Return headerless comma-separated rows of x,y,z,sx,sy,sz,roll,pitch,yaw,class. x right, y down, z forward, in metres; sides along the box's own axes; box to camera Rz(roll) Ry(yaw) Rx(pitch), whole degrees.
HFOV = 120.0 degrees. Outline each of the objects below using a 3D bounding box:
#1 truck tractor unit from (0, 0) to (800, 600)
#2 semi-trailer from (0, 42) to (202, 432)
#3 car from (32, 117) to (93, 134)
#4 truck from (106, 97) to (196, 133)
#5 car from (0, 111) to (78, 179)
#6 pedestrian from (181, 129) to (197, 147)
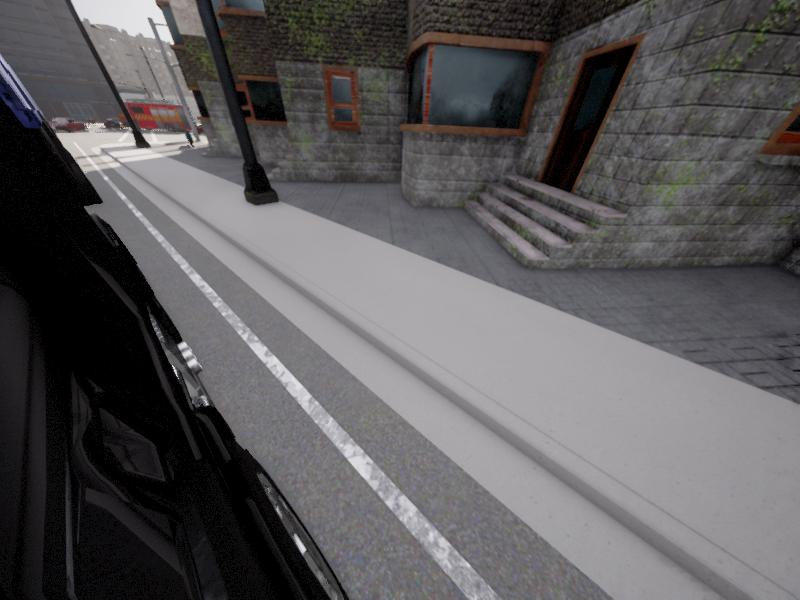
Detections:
-2.645,-0.295,0.352,6.516,4.208,3.053,28,44,30,truck tractor unit
-8.695,-3.619,4.212,14.254,4.402,2.717,28,44,30,semi-trailer
-39.407,-20.579,27.190,1.812,1.442,4.674,-12,39,-17,car
-37.664,-28.169,35.413,8.468,3.827,2.891,-1,37,-5,truck
-16.569,-6.880,10.000,5.566,2.045,2.150,28,44,30,car
-16.376,-12.563,17.962,0.500,1.100,0.500,-27,46,-33,pedestrian
